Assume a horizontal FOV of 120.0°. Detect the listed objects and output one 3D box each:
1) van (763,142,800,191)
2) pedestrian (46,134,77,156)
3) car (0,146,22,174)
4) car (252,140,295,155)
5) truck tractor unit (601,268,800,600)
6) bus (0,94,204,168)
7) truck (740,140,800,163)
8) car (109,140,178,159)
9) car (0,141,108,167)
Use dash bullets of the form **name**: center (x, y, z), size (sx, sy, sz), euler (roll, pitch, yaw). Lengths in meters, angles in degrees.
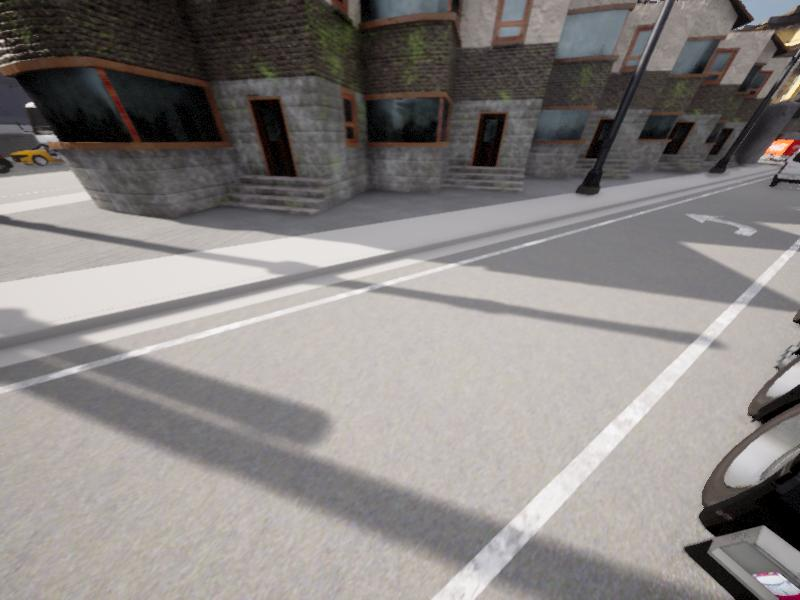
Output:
- **van**: center (25.277, -8.209, 13.782), size (5.915, 2.561, 1.988), euler (-17, 38, -22)
- **pedestrian**: center (-35.347, -16.224, 24.162), size (0.751, 1.860, 0.751), euler (4, 35, 5)
- **car**: center (-27.792, -8.504, 14.247), size (1.816, 1.474, 4.193), euler (9, 37, 13)
- **car**: center (-15.508, -18.922, 28.558), size (1.895, 1.301, 4.718), euler (9, 37, 13)
- **truck tractor unit**: center (5.124, -0.286, 0.775), size (6.516, 4.208, 3.053), euler (-18, 39, -24)
- **bus**: center (-25.051, -15.106, 20.889), size (3.944, 4.253, 10.273), euler (9, 38, 13)
- **truck**: center (52.595, -20.883, 32.264), size (2.627, 2.467, 5.204), euler (10, 36, 13)
- **car**: center (-27.623, -16.494, 25.139), size (1.812, 1.442, 4.674), euler (10, 38, 13)
- **car**: center (-29.452, -12.657, 19.874), size (1.882, 1.535, 5.008), euler (9, 37, 13)
